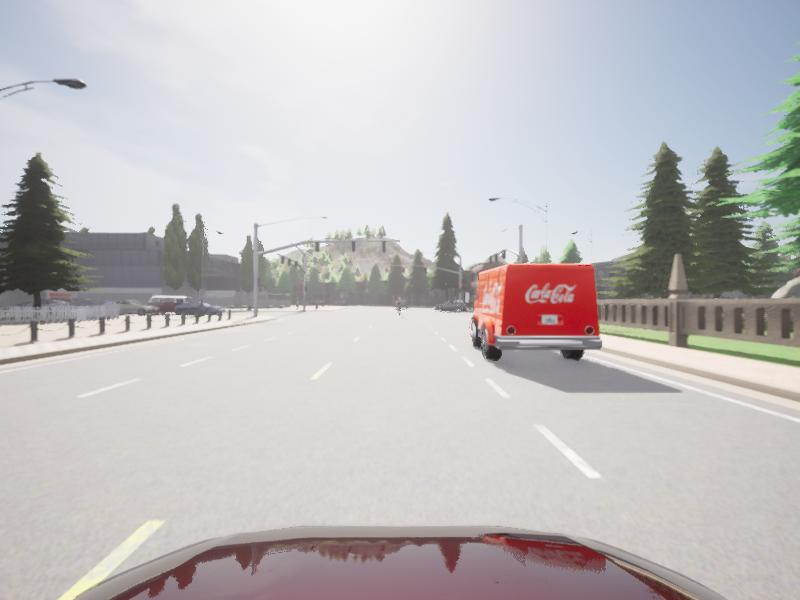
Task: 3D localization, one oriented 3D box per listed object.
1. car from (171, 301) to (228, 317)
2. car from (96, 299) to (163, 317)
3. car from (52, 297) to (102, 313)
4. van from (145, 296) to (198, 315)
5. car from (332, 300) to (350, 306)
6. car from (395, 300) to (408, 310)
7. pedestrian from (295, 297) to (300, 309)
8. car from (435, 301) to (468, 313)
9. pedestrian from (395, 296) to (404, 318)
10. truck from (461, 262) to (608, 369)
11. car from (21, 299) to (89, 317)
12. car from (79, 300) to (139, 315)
[{"bbox_3d":[-19.365,0.857,38.788,4.674,1.442,1.812,0,0,1],"label":"car"},{"bbox_3d":[-26.165,0.767,38.837,5.027,1.651,2.152,0,0,0],"label":"car"},{"bbox_3d":[-39.484,0.639,48.964,4.605,1.855,1.932,1,0,4],"label":"car"},{"bbox_3d":[-24.102,0.557,42.332,4.480,2.038,2.069,0,0,0],"label":"van"},{"bbox_3d":[-16.355,0.786,110.288,4.611,1.667,2.242,0,0,36],"label":"car"},{"bbox_3d":[0.242,0.757,68.972,2.152,1.651,5.027,0,0,-2],"label":"car"},{"bbox_3d":[-15.978,0.466,62.423,0.751,1.860,0.751,0,0,-5],"label":"pedestrian"},{"bbox_3d":[6.581,0.836,51.285,3.806,1.475,1.970,0,0,31],"label":"car"},{"bbox_3d":[-0.029,0.626,34.301,0.751,1.860,0.751,0,0,1],"label":"pedestrian"},{"bbox_3d":[3.498,0.352,11.840,2.627,2.467,5.204,0,0,0],"label":"truck"},{"bbox_3d":[-33.390,0.765,38.828,4.856,1.649,2.033,0,0,0],"label":"car"},{"bbox_3d":[-30.700,0.809,42.332,5.008,1.535,1.882,0,0,0],"label":"car"}]
